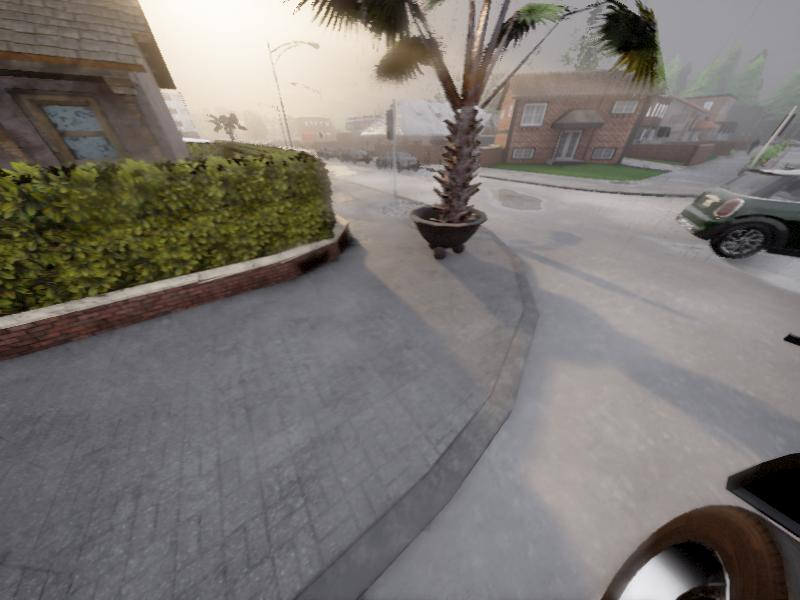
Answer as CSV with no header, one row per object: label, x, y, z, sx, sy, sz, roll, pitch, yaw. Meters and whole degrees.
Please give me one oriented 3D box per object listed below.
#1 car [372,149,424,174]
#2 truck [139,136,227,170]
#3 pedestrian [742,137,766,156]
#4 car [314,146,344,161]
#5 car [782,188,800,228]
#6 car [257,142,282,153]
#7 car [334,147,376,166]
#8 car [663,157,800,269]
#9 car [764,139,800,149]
car,-0.272,-11.373,18.826,1.994,1.385,4.181,-24,42,-30
truck,-16.815,-11.640,18.313,4.478,2.038,2.069,-20,40,-30
pedestrian,42.695,-18.535,27.879,0.751,1.860,0.751,-23,41,-28
car,-8.939,-18.303,28.791,1.895,1.301,4.718,-21,40,-27
car,14.245,-3.356,7.087,5.238,1.638,1.930,-22,41,-28
car,-23.912,-27.964,42.403,1.789,1.549,3.705,8,36,10
car,-4.783,-15.113,24.146,2.033,1.411,5.357,-23,41,-28
car,9.172,-1.671,4.619,4.553,1.767,2.097,20,40,26
car,79.232,-31.881,47.080,2.152,1.651,5.027,0,35,0
